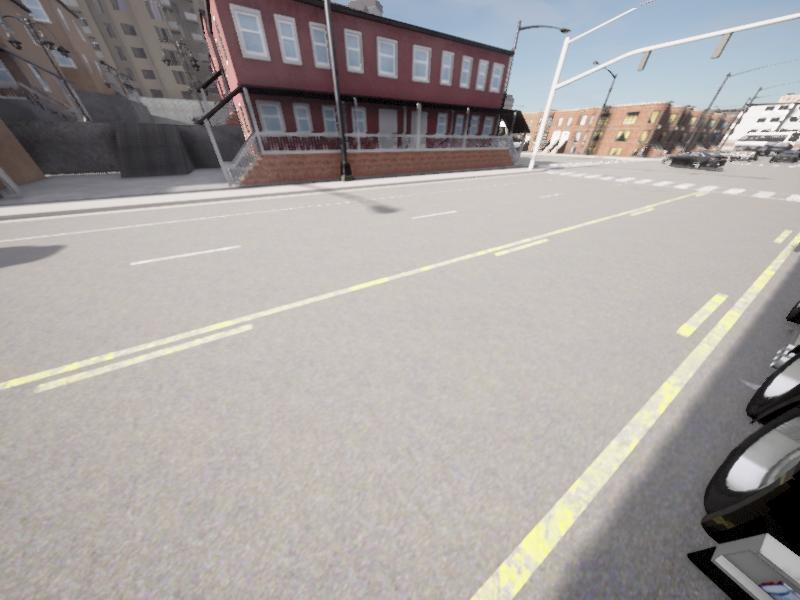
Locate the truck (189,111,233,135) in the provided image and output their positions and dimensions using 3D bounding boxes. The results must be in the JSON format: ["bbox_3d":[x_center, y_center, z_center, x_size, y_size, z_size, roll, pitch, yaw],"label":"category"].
[{"bbox_3d":[-36.850,-34.584,45.284,6.274,2.098,2.390,-7,34,-32],"label":"truck"}]

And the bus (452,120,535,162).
[{"bbox_3d":[12.603,-22.690,32.997,3.944,4.253,10.273,-18,39,-25],"label":"bus"}]

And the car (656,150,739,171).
[{"bbox_3d":[29.364,-14.067,23.147,2.128,1.511,4.902,1,35,0],"label":"car"}]

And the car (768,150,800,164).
[{"bbox_3d":[51.220,-18.949,30.472,4.181,1.385,1.994,-18,39,-25],"label":"car"}]

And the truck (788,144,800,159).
[{"bbox_3d":[67.732,-24.676,38.201,6.274,2.098,2.390,-18,39,-25],"label":"truck"}]

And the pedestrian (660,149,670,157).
[{"bbox_3d":[41.998,-23.309,36.594,0.500,1.100,0.500,-22,41,-29],"label":"pedestrian"}]

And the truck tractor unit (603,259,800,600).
[{"bbox_3d":[5.100,-0.311,0.792,6.516,4.208,3.053,-19,39,-24],"label":"truck tractor unit"}]

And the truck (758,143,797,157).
[{"bbox_3d":[68.500,-27.242,41.895,6.274,2.098,2.390,-18,39,-25],"label":"truck"}]

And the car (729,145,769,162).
[{"bbox_3d":[49.632,-20.950,32.888,4.605,1.855,1.932,-18,39,-25],"label":"car"}]
